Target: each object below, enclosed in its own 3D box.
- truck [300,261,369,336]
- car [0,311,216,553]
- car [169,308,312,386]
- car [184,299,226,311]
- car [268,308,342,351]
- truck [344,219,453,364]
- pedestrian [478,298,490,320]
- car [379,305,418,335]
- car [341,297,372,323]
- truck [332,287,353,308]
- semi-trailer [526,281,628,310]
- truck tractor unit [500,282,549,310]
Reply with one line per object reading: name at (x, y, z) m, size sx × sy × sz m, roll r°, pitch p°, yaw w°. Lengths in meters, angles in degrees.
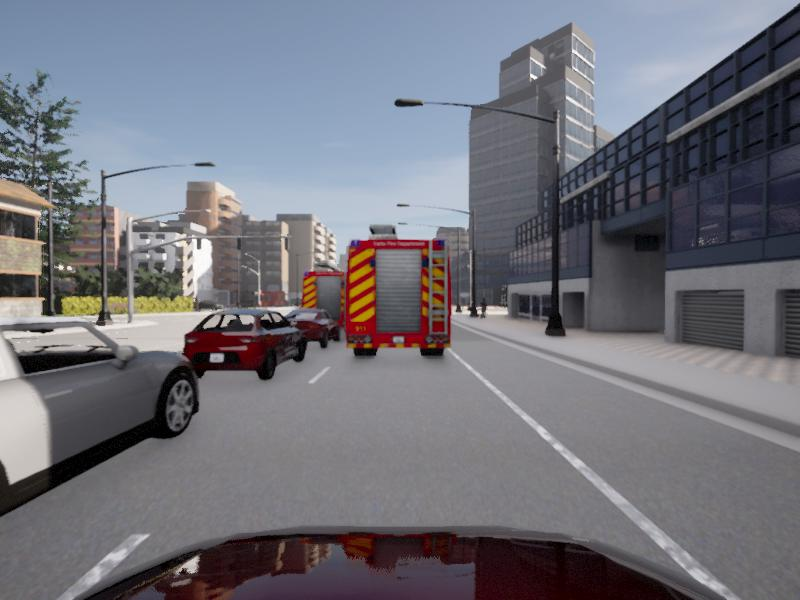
truck at (-3.673, -0.072, 24.704) m, size 2.891 × 3.827 × 8.468 m, roll 0°, pitch 0°, yaw 0°
car at (-3.514, 0.871, 3.566) m, size 1.970 × 1.475 × 3.806 m, roll 0°, pitch 0°, yaw 0°
car at (-3.530, 0.947, 9.772) m, size 1.816 × 1.474 × 4.193 m, roll 0°, pitch -1°, yaw 0°
car at (-27.957, 0.748, 57.480) m, size 5.027 × 1.651 × 2.152 m, roll 0°, pitch 1°, yaw 1°
car at (-3.581, 1.052, 15.995) m, size 1.812 × 1.442 × 4.674 m, roll 0°, pitch -1°, yaw 0°
truck at (-0.037, -0.159, 14.786) m, size 2.891 × 3.827 × 8.468 m, roll 0°, pitch -1°, yaw 0°
pedestrian at (7.136, 0.737, 33.951) m, size 0.751 × 1.860 × 0.751 m, roll 0°, pitch 1°, yaw -12°
car at (-0.070, 1.070, 23.715) m, size 2.038 × 1.542 × 4.974 m, roll 0°, pitch 0°, yaw 0°
car at (-3.677, 0.785, 35.062) m, size 2.150 × 2.045 × 5.566 m, roll 0°, pitch 0°, yaw 0°
truck at (-10.722, -0.472, 75.278) m, size 2.891 × 3.827 × 8.468 m, roll 0°, pitch 0°, yaw 0°
semi-trailer at (26.720, -0.690, 60.694) m, size 14.254 × 4.402 × 2.717 m, roll 0°, pitch 1°, yaw 0°
truck tractor unit at (18.808, -0.591, 60.728) m, size 6.516 × 4.208 × 3.053 m, roll 0°, pitch 1°, yaw 0°
